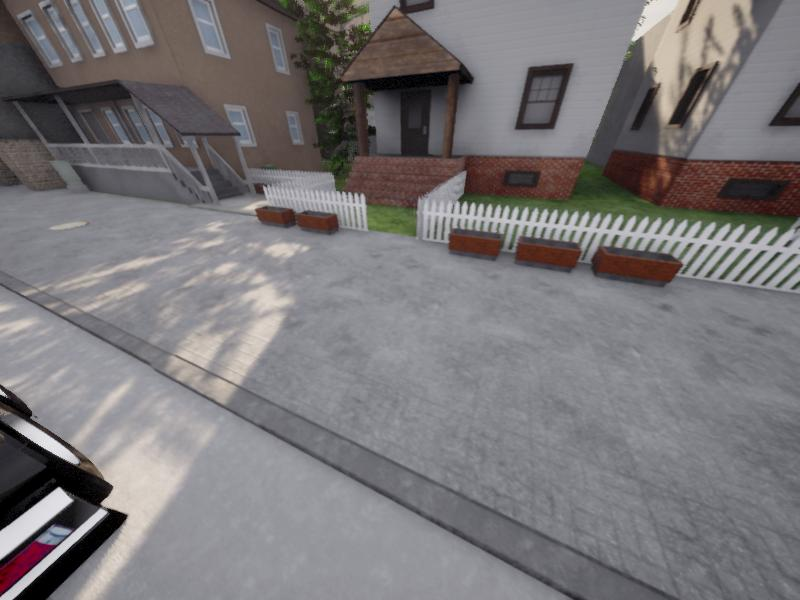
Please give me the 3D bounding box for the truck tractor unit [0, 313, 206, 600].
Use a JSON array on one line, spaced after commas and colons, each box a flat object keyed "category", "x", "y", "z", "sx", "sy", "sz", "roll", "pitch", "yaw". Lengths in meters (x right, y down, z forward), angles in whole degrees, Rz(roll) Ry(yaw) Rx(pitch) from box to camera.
[{"category": "truck tractor unit", "x": -5.228, "y": -0.162, "z": 0.605, "sx": 6.516, "sy": 4.208, "sz": 3.053, "roll": 13, "pitch": 38, "yaw": 19}]
